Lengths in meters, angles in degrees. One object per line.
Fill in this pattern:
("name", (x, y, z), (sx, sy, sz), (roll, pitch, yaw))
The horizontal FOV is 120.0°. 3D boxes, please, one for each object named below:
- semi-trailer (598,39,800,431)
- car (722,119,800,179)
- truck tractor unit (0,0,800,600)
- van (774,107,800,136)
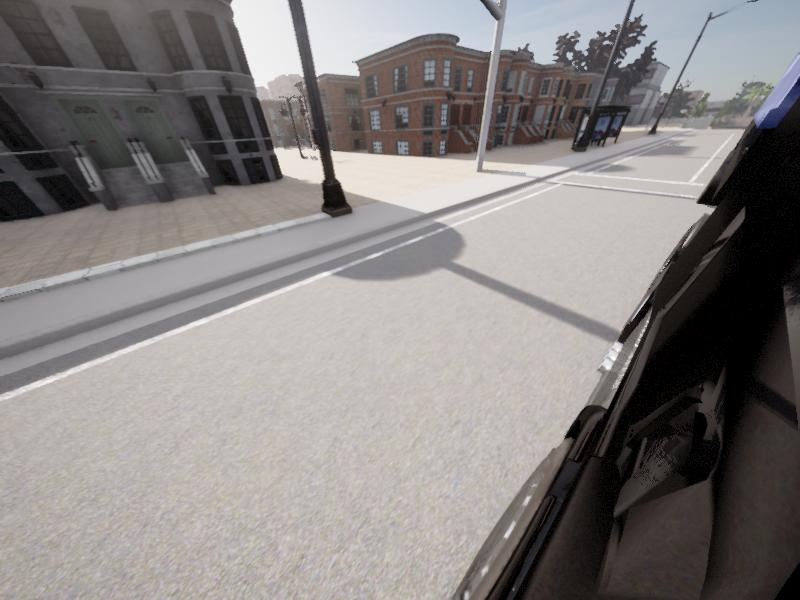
("semi-trailer", (8.689, -3.613, 4.234), (14.254, 4.402, 2.717), (-28, 44, -30))
("car", (16.294, -6.597, 9.920), (4.553, 1.767, 2.097), (-28, 43, -30))
("truck tractor unit", (2.645, -0.295, 0.351), (6.516, 4.208, 3.053), (-28, 44, -30))
("van", (60.834, -27.304, 35.463), (5.915, 2.561, 1.988), (-18, 38, -37))
